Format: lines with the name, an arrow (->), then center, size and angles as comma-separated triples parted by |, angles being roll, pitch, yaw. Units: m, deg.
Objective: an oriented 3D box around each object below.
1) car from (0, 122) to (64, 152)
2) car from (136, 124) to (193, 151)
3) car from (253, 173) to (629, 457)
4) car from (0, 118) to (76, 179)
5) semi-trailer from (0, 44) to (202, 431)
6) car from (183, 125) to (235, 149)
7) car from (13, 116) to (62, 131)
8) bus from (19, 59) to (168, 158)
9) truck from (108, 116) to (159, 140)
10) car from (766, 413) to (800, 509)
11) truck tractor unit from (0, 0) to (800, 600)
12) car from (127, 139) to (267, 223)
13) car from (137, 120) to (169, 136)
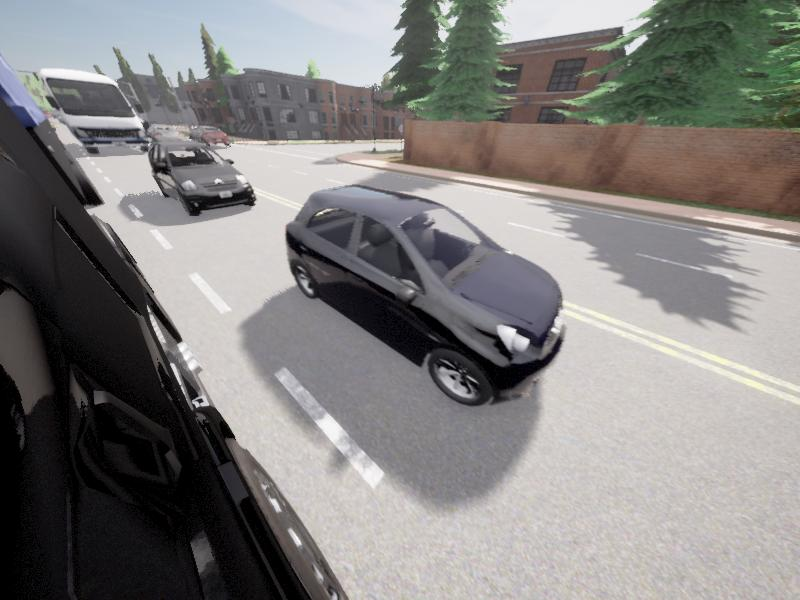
car -> -25.614, -11.408, 16.132 | 3.633, 1.501, 1.845 | 28, 44, 30
car -> -20.420, -14.167, 20.035 | 5.027, 1.651, 2.152 | 28, 44, 30
car -> 0.151, -0.440, 2.956 | 3.633, 1.501, 1.845 | 28, 44, 30
car -> -16.710, -6.816, 10.215 | 4.605, 1.855, 1.932 | 28, 44, 30
semi-trailer -> -8.699, -3.592, 4.246 | 14.254, 4.402, 2.717 | 28, 44, 30
car -> -18.669, -15.975, 22.553 | 5.027, 1.651, 2.152 | 28, 44, 30
car -> -52.564, -25.594, 33.497 | 5.366, 1.575, 1.801 | 14, 39, 15
bus -> -21.772, -13.315, 16.627 | 10.273, 4.253, 3.944 | 28, 44, 30
truck -> -30.821, -19.897, 26.695 | 6.274, 2.098, 2.390 | 28, 44, 30
car -> 4.431, 1.806, 0.135 | 3.988, 1.617, 1.851 | 28, 44, 30
truck tractor unit -> -2.645, -0.295, 0.351 | 6.516, 4.208, 3.053 | 28, 44, 30
car -> -6.223, -3.862, 7.098 | 3.988, 1.617, 1.851 | 28, 44, 30
car -> -36.693, -25.569, 34.331 | 4.856, 1.649, 2.033 | 28, 44, 30
